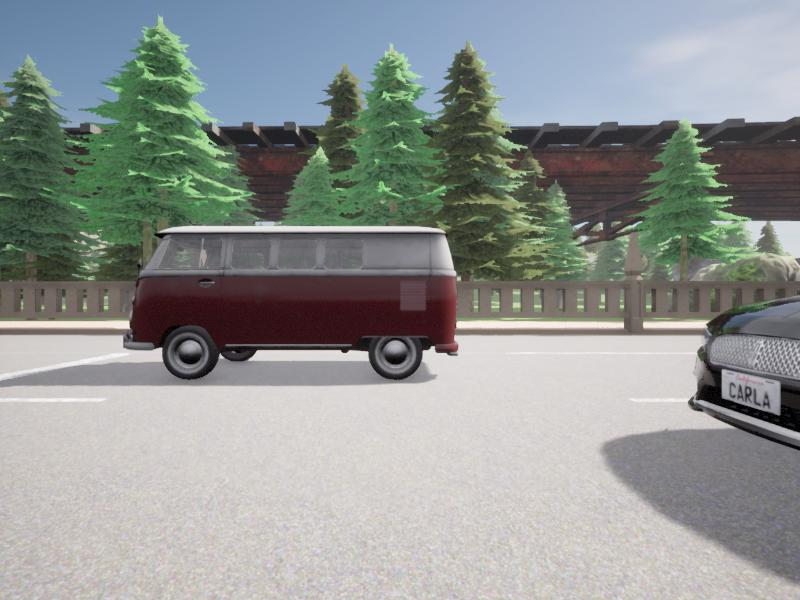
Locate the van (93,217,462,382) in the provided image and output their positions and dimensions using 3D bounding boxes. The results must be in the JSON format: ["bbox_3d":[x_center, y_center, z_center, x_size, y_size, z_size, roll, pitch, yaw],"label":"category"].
[{"bbox_3d":[-1.470,-0.002,5.700,4.442,1.987,1.775,0,0,0],"label":"van"}]

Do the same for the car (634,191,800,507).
[{"bbox_3d":[4.363,0.237,2.200,4.902,1.511,2.128,0,0,0],"label":"car"}]
